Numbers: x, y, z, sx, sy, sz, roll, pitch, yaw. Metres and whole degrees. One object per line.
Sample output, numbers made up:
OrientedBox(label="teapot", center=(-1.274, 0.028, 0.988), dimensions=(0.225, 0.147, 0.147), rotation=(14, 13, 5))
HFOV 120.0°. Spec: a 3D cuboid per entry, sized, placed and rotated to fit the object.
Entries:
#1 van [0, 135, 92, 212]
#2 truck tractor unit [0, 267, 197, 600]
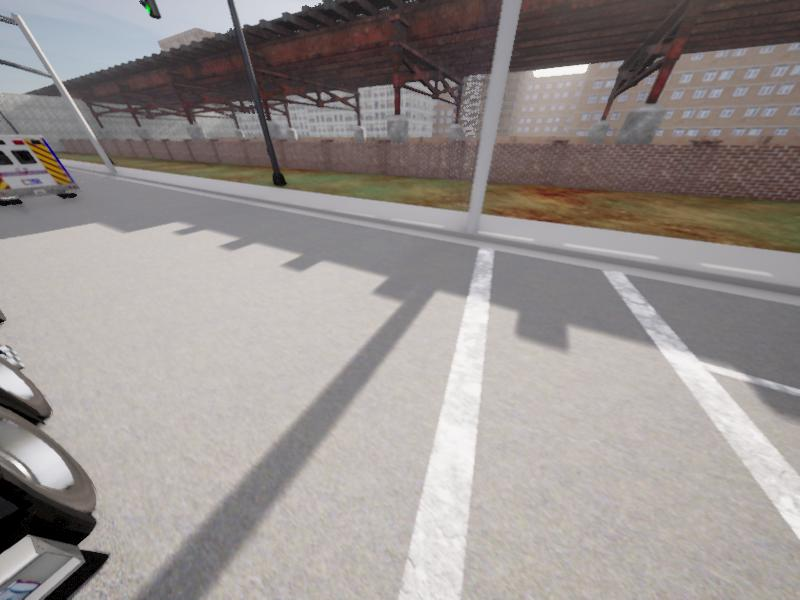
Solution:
OrientedBox(label="van", center=(-17.592, -5.938, 10.445), dimensions=(6.366, 2.431, 2.351), rotation=(18, 39, 24))
OrientedBox(label="truck tractor unit", center=(-5.114, -0.299, 0.770), dimensions=(6.516, 4.208, 3.053), rotation=(18, 39, 24))
